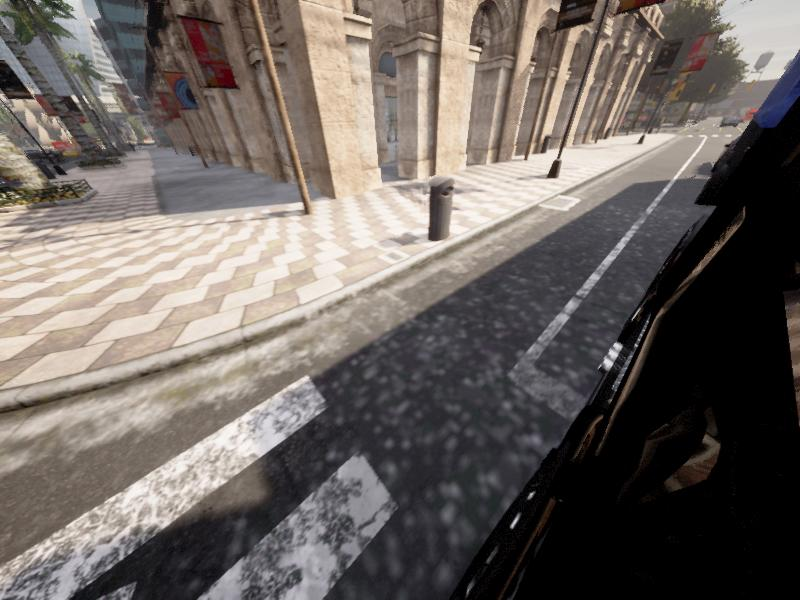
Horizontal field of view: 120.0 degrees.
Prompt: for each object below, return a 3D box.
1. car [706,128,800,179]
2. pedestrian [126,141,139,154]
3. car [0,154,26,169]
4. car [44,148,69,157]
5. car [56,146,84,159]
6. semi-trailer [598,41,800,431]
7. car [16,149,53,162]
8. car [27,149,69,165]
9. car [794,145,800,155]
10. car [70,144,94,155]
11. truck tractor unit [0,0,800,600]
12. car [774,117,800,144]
[{"bbox_3d":[15.483,-6.539,10.151,3.633,1.501,1.845,-30,44,-31],"label":"car"},{"bbox_3d":[-46.677,-26.627,40.341,0.751,1.860,0.751,-30,44,-31],"label":"pedestrian"},{"bbox_3d":[-50.072,-17.533,29.152,1.895,1.301,4.718,-30,45,-32],"label":"car"},{"bbox_3d":[-70.431,-30.209,47.376,1.895,1.301,4.718,-30,45,-32],"label":"car"},{"bbox_3d":[-60.048,-26.953,42.142,1.801,1.575,5.366,-30,45,-32],"label":"car"},{"bbox_3d":[8.684,-3.611,4.247,14.254,4.402,2.717,-28,44,-30],"label":"semi-trailer"},{"bbox_3d":[-60.287,-23.985,38.232,2.038,1.542,4.974,-30,45,-32],"label":"car"},{"bbox_3d":[-49.087,-20.108,32.356,2.128,1.511,4.902,-30,45,-32],"label":"car"},{"bbox_3d":[24.055,-8.629,12.413,4.974,1.542,2.038,-30,45,-31],"label":"car"},{"bbox_3d":[-69.428,-32.870,50.469,2.097,1.767,4.553,-30,45,-32],"label":"car"},{"bbox_3d":[2.645,-0.295,0.351,6.516,4.208,3.053,-28,44,-30],"label":"truck tractor unit"},{"bbox_3d":[33.238,-13.968,18.939,5.366,1.575,1.801,-30,45,-32],"label":"car"}]
